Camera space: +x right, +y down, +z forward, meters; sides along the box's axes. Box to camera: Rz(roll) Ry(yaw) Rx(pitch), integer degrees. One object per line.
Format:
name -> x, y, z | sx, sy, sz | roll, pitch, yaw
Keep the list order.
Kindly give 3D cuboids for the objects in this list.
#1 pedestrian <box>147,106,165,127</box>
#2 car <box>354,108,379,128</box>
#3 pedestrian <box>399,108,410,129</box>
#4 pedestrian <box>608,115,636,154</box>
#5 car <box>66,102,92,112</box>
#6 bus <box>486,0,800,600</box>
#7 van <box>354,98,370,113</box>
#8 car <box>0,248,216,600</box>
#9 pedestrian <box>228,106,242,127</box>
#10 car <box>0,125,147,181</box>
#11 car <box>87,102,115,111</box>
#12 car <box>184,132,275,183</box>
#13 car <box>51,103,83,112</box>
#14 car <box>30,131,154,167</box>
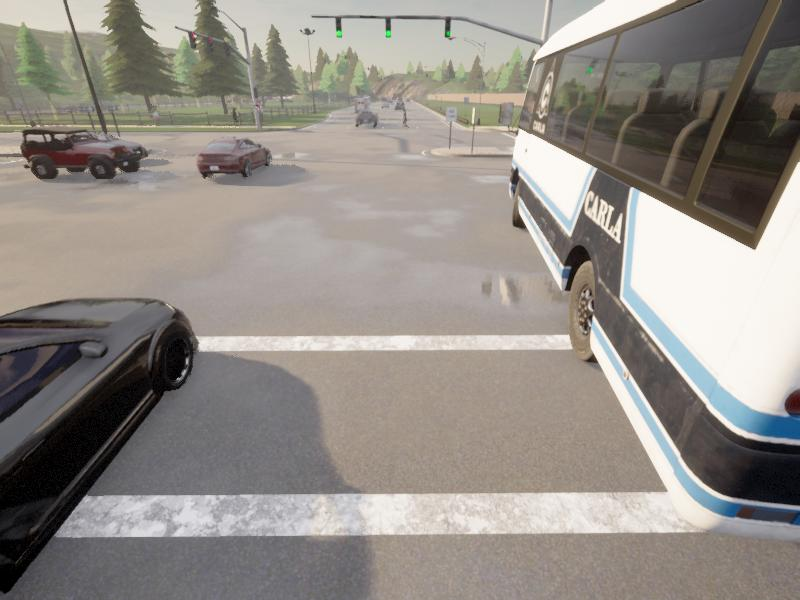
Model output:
pedestrian -> -24.221, -18.268, 39.721 | 0.751, 1.860, 0.751 | 2, 27, 4
car -> -3.468, -19.387, 42.541 | 2.152, 1.651, 5.027 | 0, 27, 0
pedestrian -> 0.411, -17.502, 38.562 | 0.751, 1.860, 0.751 | -15, 31, -27
pedestrian -> 11.904, -8.891, 21.479 | 0.751, 1.860, 0.751 | 4, 28, 8
car -> -64.560, -38.855, 80.514 | 1.851, 1.617, 3.988 | 0, 27, 0
bus -> 3.875, -2.105, 6.051 | 3.944, 4.253, 10.273 | 3, 27, 6
van -> -6.939, -35.770, 73.527 | 2.351, 2.431, 6.366 | 0, 27, 0
car -> -3.499, 0.952, 3.259 | 1.994, 1.385, 4.181 | 0, 27, 0
pedestrian -> -16.136, -17.966, 39.132 | 0.751, 1.860, 0.751 | 2, 27, 3
car -> -12.927, -5.953, 16.120 | 3.866, 1.878, 1.905 | 0, 27, 1
car -> -61.051, -39.587, 81.809 | 2.033, 1.649, 4.856 | 0, 27, 0
car -> -6.989, -6.170, 17.029 | 1.812, 1.442, 4.674 | 0, 27, 0
car -> -68.050, -39.463, 81.905 | 2.152, 1.651, 5.027 | 0, 27, 0
car -> -14.720, -7.331, 19.371 | 4.181, 1.385, 1.994 | 0, 27, 0
